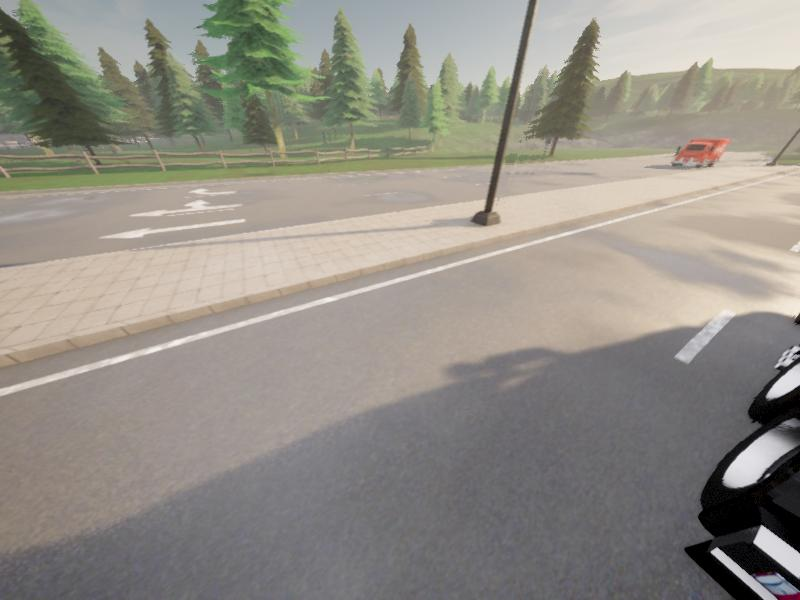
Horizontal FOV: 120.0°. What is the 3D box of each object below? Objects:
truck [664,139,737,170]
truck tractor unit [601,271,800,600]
[{"bbox_3d":[30.692,-15.025,23.658,5.204,2.467,2.627,-17,39,-24],"label":"truck"},{"bbox_3d":[5.122,-0.291,0.771,6.516,4.208,3.053,-18,39,-24],"label":"truck tractor unit"}]
